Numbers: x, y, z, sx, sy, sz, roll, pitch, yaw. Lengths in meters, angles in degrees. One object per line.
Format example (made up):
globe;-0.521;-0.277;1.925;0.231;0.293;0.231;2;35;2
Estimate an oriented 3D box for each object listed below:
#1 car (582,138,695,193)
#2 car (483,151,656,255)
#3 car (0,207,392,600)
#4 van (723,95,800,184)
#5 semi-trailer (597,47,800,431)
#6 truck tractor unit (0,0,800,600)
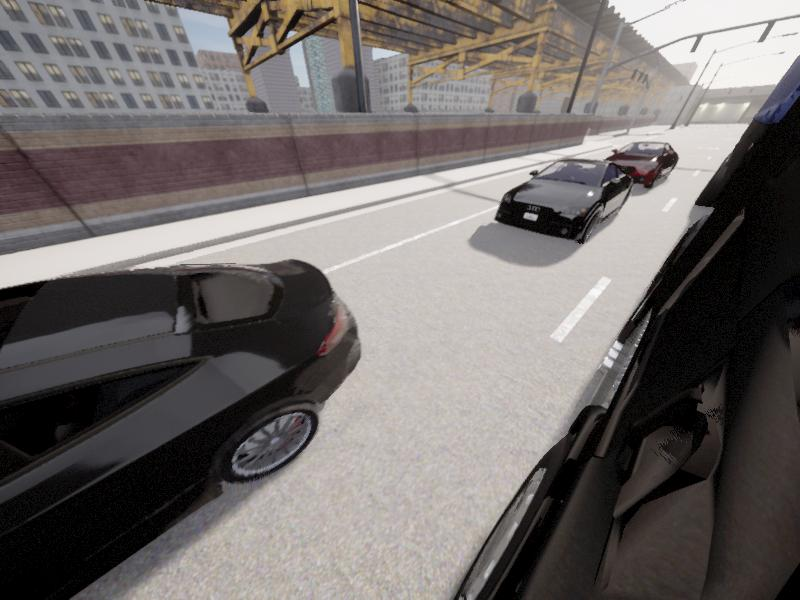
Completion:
car;9.799;-5.675;9.502;4.181;1.385;1.994;-26;43;-28
car;4.329;-2.754;5.882;4.181;1.385;1.994;-28;44;-30
car;-2.460;0.861;1.340;4.674;1.442;1.812;-28;44;-31
van;16.344;-6.879;9.836;5.915;2.561;1.988;-28;45;-32
semi-trailer;8.713;-3.569;4.252;14.254;4.402;2.717;-28;44;-30
truck tractor unit;2.645;-0.295;0.351;6.516;4.208;3.053;-28;44;-30
